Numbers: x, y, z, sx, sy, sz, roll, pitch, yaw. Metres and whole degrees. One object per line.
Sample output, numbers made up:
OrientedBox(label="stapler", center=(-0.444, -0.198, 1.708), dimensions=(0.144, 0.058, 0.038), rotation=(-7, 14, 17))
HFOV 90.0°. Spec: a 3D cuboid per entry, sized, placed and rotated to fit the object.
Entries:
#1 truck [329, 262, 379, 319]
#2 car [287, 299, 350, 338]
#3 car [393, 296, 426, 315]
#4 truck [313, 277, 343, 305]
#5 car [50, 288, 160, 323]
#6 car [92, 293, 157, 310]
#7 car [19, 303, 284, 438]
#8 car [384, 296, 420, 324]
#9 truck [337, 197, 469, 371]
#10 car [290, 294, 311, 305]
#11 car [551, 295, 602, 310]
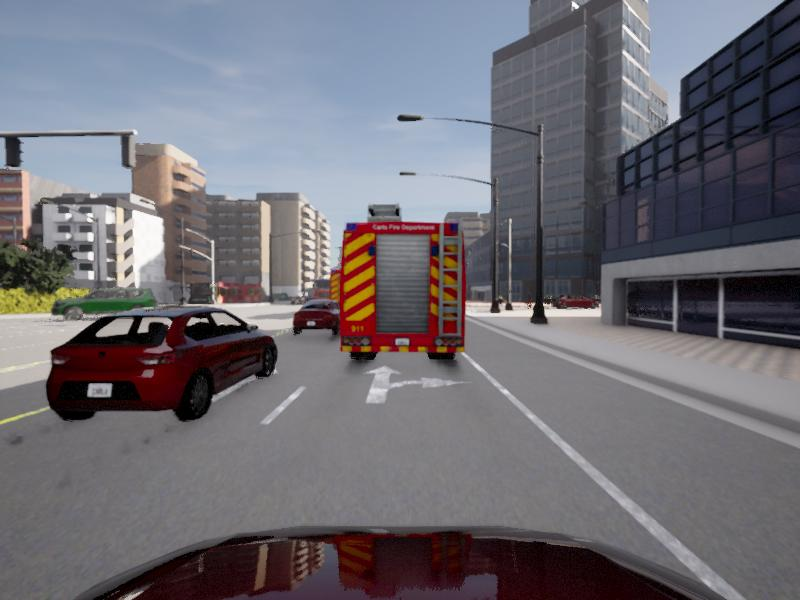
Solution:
OrientedBox(label="truck", center=(-3.347, -0.757, 31.222), dimensions=(2.891, 3.827, 8.468), rotation=(0, 1, 0))
OrientedBox(label="car", center=(-3.419, 0.702, 17.749), dimensions=(1.812, 1.442, 4.674), rotation=(0, 1, 0))
OrientedBox(label="car", center=(0.879, 0.416, 33.645), dimensions=(1.994, 1.385, 4.181), rotation=(0, 2, 12))
OrientedBox(label="truck", center=(-10.239, -1.270, 57.886), dimensions=(2.891, 3.827, 8.468), rotation=(0, 1, 0))
OrientedBox(label="car", center=(-18.963, 0.247, 25.938), dimensions=(5.566, 2.045, 2.150), rotation=(-1, 2, -41))
OrientedBox(label="car", center=(-27.608, 0.134, 40.233), dimensions=(5.027, 1.651, 2.152), rotation=(0, 1, 1))
OrientedBox(label="car", center=(-3.469, 0.831, 6.704), dimensions=(1.816, 1.474, 4.193), rotation=(0, 0, 0))
OrientedBox(label="car", center=(0.125, 0.525, 24.696), dimensions=(2.038, 1.542, 4.974), rotation=(0, 1, 0))
OrientedBox(label="truck", center=(0.081, -0.404, 13.050), dimensions=(2.891, 3.827, 8.468), rotation=(0, 1, 0))
OrientedBox(label="car", center=(-13.736, -0.062, 55.248), dimensions=(1.970, 1.475, 3.806), rotation=(0, 1, 0))
OrientedBox(label="car", center=(17.473, 0.215, 39.678), dimensions=(4.193, 1.474, 1.816), rotation=(0, 1, 1))
